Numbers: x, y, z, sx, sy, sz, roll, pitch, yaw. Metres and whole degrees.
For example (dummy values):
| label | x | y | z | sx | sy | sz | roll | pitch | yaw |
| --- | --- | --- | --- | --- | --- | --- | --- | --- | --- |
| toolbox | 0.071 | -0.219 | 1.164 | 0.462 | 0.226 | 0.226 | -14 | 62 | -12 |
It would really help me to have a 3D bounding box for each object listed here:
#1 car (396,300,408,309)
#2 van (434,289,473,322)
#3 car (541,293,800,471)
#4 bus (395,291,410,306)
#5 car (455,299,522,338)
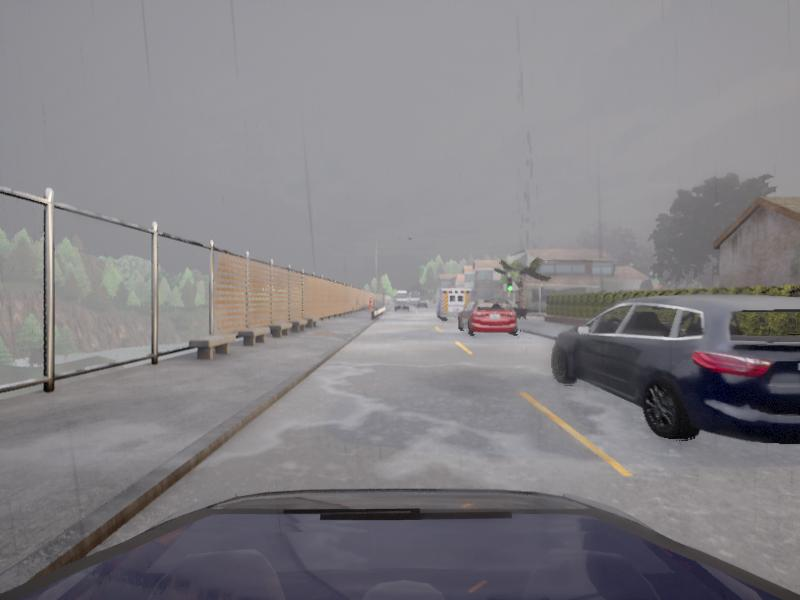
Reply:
| label | x | y | z | sx | sy | sz | roll | pitch | yaw |
| --- | --- | --- | --- | --- | --- | --- | --- | --- | --- |
| car | 0.385 | 0.818 | 74.937 | 2.033 | 1.649 | 4.856 | 0 | 0 | 0 |
| van | 4.173 | 0.399 | 32.434 | 2.351 | 2.431 | 6.366 | 0 | 0 | 0 |
| car | 4.057 | 0.762 | 6.044 | 2.242 | 1.667 | 4.611 | 0 | 0 | 0 |
| bus | 0.719 | -0.462 | 116.955 | 3.944 | 4.253 | 10.273 | 0 | 0 | 0 |
| car | 4.105 | 0.771 | 19.372 | 2.242 | 1.667 | 4.611 | 0 | 0 | 0 |
